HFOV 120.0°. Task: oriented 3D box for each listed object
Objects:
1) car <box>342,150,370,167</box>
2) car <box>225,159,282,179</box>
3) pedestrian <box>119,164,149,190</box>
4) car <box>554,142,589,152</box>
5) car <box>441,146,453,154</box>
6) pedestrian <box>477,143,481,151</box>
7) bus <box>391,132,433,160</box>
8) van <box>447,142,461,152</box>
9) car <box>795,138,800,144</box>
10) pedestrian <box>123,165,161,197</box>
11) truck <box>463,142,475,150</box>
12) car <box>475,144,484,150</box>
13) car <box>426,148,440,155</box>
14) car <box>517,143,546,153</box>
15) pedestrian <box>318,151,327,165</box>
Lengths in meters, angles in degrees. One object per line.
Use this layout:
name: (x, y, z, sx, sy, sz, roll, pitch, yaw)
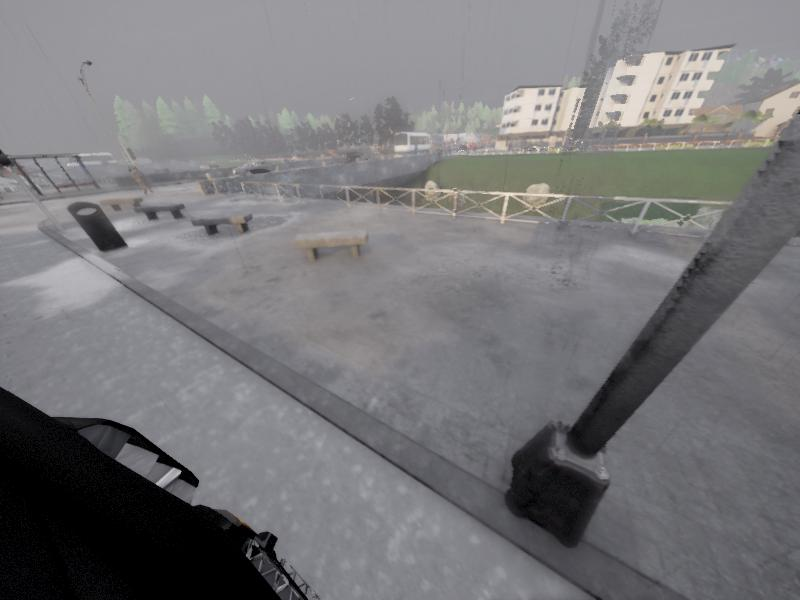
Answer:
car: (-6.368, -20.804, 33.980, 1.905, 1.878, 3.866, 16, 38, 26)
car: (-16.498, -14.960, 26.313, 2.128, 1.511, 4.902, 17, 38, 27)
pedestrian: (-22.435, -10.373, 19.515, 0.751, 1.860, 0.751, 13, 37, 22)
car: (33.790, -30.328, 45.666, 5.357, 1.411, 2.033, 16, 38, 26)
car: (12.140, -38.925, 60.083, 1.789, 1.549, 3.705, 16, 38, 26)
pedestrian: (22.133, -42.883, 64.752, 0.751, 1.860, 0.751, 17, 39, 27)
bus: (2.690, -30.914, 46.341, 3.944, 4.253, 10.273, 16, 38, 26)
van: (17.282, -48.776, 73.702, 2.351, 2.431, 6.366, 16, 38, 26)
car: (59.857, -22.803, 32.370, 3.806, 1.475, 1.970, 16, 38, 26)
pedestrian: (-17.485, -8.091, 15.708, 0.751, 1.860, 0.751, 7, 35, 15)
truck: (25.469, -56.862, 85.194, 2.627, 2.467, 5.204, 16, 38, 26)
car: (28.730, -55.283, 83.390, 1.789, 1.549, 3.705, 16, 38, 26)
car: (8.787, -39.905, 62.045, 1.895, 1.301, 4.718, 16, 38, 26)
car: (27.681, -32.056, 48.639, 4.892, 1.490, 1.837, 17, 38, 27)
pedestrian: (-13.179, -24.210, 39.409, 0.751, 1.860, 0.751, 20, 40, 31)
